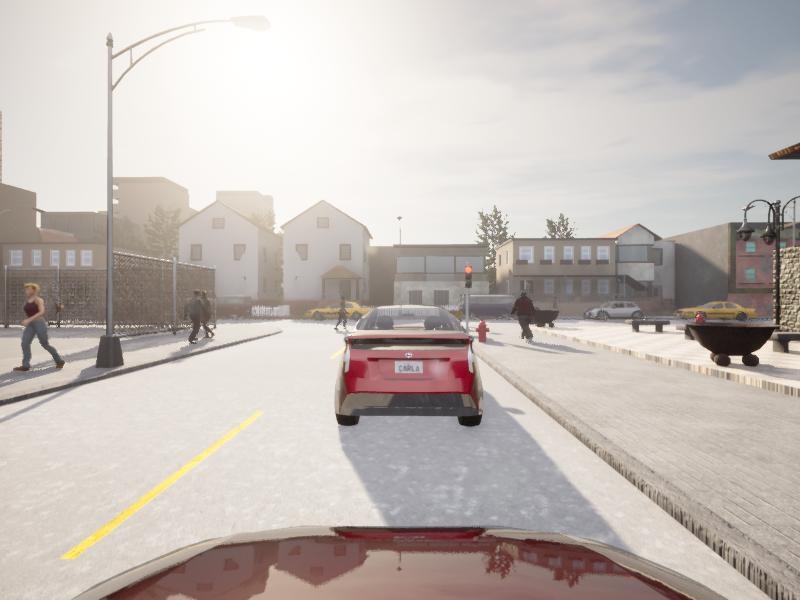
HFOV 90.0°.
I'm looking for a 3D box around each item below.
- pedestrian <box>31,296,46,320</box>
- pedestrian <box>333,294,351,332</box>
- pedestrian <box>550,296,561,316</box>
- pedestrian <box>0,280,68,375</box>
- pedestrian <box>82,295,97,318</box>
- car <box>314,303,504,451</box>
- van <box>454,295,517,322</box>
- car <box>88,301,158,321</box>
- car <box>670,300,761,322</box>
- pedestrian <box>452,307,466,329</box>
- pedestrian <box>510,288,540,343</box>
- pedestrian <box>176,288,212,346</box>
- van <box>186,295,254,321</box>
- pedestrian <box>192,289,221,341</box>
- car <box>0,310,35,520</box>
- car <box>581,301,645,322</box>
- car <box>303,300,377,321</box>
[{"bbox_3d":[-28.428,0.637,31.467,0.751,1.860,0.751,0,0,35],"label":"pedestrian"},{"bbox_3d":[-2.892,0.637,20.039,0.751,1.860,0.751,0,0,6],"label":"pedestrian"},{"bbox_3d":[13.970,0.533,36.011,0.751,1.860,0.751,0,0,1],"label":"pedestrian"},{"bbox_3d":[-7.501,0.534,8.215,0.751,1.860,0.751,0,0,13],"label":"pedestrian"},{"bbox_3d":[-26.106,0.533,33.635,0.751,1.860,0.751,0,0,-21],"label":"pedestrian"},{"bbox_3d":[0.137,0.828,6.489,2.007,1.525,4.514,0,0,1],"label":"car"},{"bbox_3d":[6.450,0.598,30.472,4.442,1.987,1.775,0,0,1],"label":"van"},{"bbox_3d":[-21.462,0.854,31.059,4.193,1.474,1.816,0,0,1],"label":"car"},{"bbox_3d":[23.625,0.805,30.094,5.366,1.575,1.801,0,0,1],"label":"car"},{"bbox_3d":[2.964,0.905,20.212,0.500,1.100,0.500,0,0,-35],"label":"pedestrian"},{"bbox_3d":[4.360,0.525,13.981,0.751,1.860,0.751,0,0,-7],"label":"pedestrian"},{"bbox_3d":[-6.795,0.534,13.202,0.751,1.860,0.751,0,0,13],"label":"pedestrian"},{"bbox_3d":[-13.828,0.599,30.815,4.442,1.987,1.775,0,0,3],"label":"van"},{"bbox_3d":[-7.201,0.534,14.901,0.751,1.860,0.751,0,0,42],"label":"pedestrian"},{"bbox_3d":[-4.006,0.836,0.742,2.128,1.511,4.902,0,0,1],"label":"car"},{"bbox_3d":[16.050,0.853,30.260,3.806,1.475,1.970,0,0,1],"label":"car"},{"bbox_3d":[-4.556,0.801,30.716,5.366,1.575,1.801,0,0,1],"label":"car"}]
